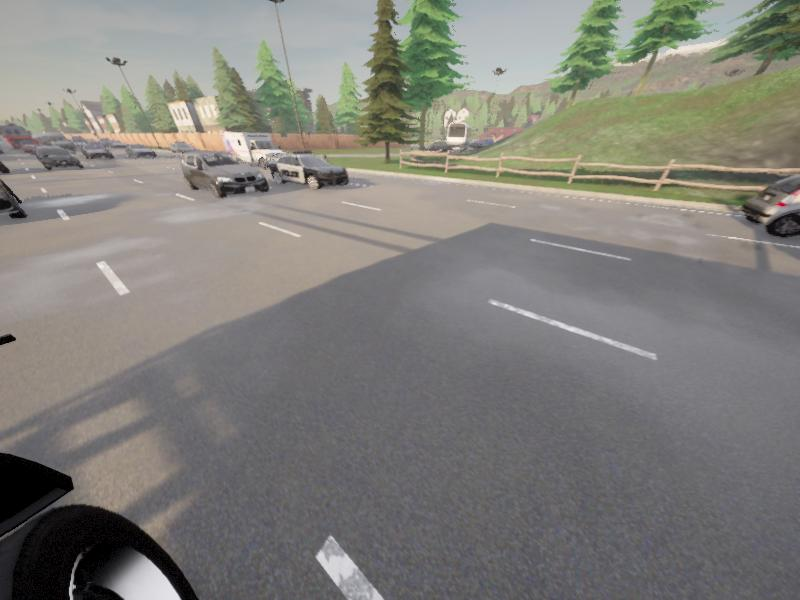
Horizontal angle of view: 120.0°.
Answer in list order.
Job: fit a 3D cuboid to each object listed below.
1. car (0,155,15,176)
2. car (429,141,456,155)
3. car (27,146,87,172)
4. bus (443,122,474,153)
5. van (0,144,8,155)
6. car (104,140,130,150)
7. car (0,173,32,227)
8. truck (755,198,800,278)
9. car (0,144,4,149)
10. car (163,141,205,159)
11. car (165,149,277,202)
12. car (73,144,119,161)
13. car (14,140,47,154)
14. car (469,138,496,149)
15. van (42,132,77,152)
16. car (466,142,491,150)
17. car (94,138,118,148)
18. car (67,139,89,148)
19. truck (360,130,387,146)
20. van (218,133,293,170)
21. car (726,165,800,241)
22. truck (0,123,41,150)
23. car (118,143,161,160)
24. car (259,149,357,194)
[{"bbox_3d":[-28.684,-9.377,15.621,4.792,1.488,2.163,23,41,28],"label":"car"},{"bbox_3d":[6.940,-24.898,37.663,2.097,1.767,4.553,27,43,32],"label":"car"},{"bbox_3d":[-26.707,-11.039,17.986,4.892,1.490,1.837,22,41,28],"label":"car"},{"bbox_3d":[11.145,-30.546,43.570,3.944,4.253,10.273,11,37,15],"label":"bus"},{"bbox_3d":[-55.876,-21.022,31.031,6.366,2.431,2.351,23,41,28],"label":"van"},{"bbox_3d":[-54.934,-30.114,44.808,5.357,1.411,2.033,22,41,28],"label":"car"},{"bbox_3d":[-14.343,-3.498,7.312,5.027,1.651,2.152,23,41,28],"label":"car"},{"bbox_3d":[11.012,-0.623,3.070,6.274,2.098,2.390,22,41,28],"label":"truck"},{"bbox_3d":[-73.995,-28.299,41.640,4.605,1.855,1.932,22,41,28],"label":"car"},{"bbox_3d":[-26.566,-18.472,28.380,5.238,1.638,1.930,22,41,28],"label":"car"},{"bbox_3d":[-8.399,-6.008,10.882,4.611,1.667,2.242,22,41,28],"label":"car"},{"bbox_3d":[-33.571,-16.316,25.475,5.357,1.411,2.033,22,41,28],"label":"car"},{"bbox_3d":[-53.003,-21.943,33.137,3.633,1.501,1.845,23,41,28],"label":"car"},{"bbox_3d":[20.215,-38.627,57.014,5.566,2.045,2.150,23,41,28],"label":"car"},{"bbox_3d":[-56.947,-26.462,38.627,5.915,2.561,1.988,22,41,28],"label":"van"},{"bbox_3d":[17.562,-34.465,51.740,4.718,1.301,1.895,23,41,28],"label":"car"},{"bbox_3d":[-62.316,-33.333,48.954,4.553,1.767,2.097,22,41,28],"label":"car"},{"bbox_3d":[-68.168,-33.118,48.937,3.806,1.475,1.970,22,41,28],"label":"car"},{"bbox_3d":[-8.316,-51.244,73.053,8.468,3.827,2.891,23,41,28],"label":"truck"},{"bbox_3d":[-12.565,-12.995,20.077,6.366,2.431,2.351,22,41,28],"label":"van"},{"bbox_3d":[12.343,-2.346,5.948,3.988,1.617,1.851,22,41,28],"label":"car"},{"bbox_3d":[-70.301,-30.044,42.449,8.468,3.827,2.891,22,41,28],"label":"truck"},{"bbox_3d":[-31.136,-17.785,27.578,5.357,1.411,2.033,22,41,28],"label":"car"},{"bbox_3d":[-4.971,-7.054,12.418,5.238,1.638,1.930,22,41,28],"label":"car"}]
